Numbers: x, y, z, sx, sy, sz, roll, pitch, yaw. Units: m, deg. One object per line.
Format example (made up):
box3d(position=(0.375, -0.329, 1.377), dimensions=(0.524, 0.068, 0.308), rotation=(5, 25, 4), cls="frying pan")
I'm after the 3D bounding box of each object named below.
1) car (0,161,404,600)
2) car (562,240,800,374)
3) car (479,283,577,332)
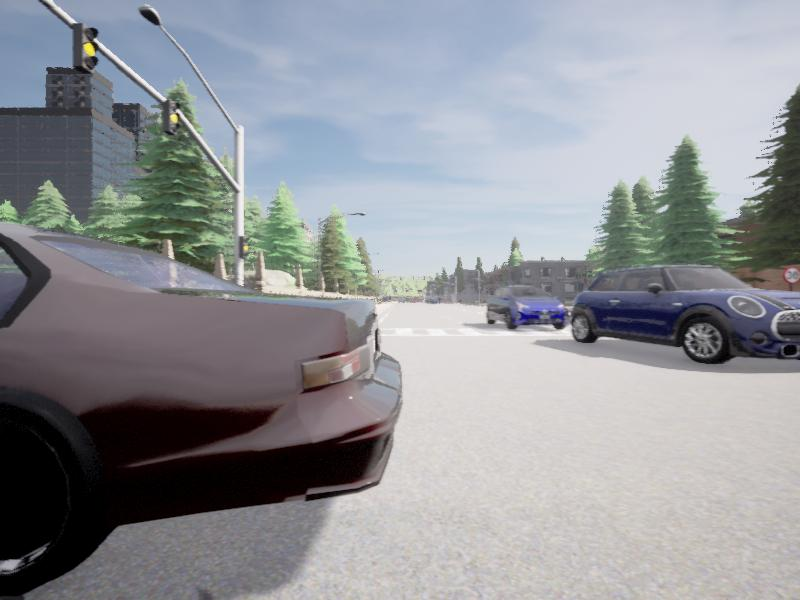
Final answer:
box3d(position=(-2.667, 0.296, 2.202), dimensions=(5.357, 1.411, 2.033), rotation=(0, 0, 0), cls="car")
box3d(position=(5.393, 0.092, 7.709), dimensions=(2.097, 1.767, 4.553), rotation=(0, 0, -10), cls="car")
box3d(position=(4.461, 0.227, 14.784), dimensions=(2.007, 1.525, 4.514), rotation=(0, 0, -2), cls="car")
